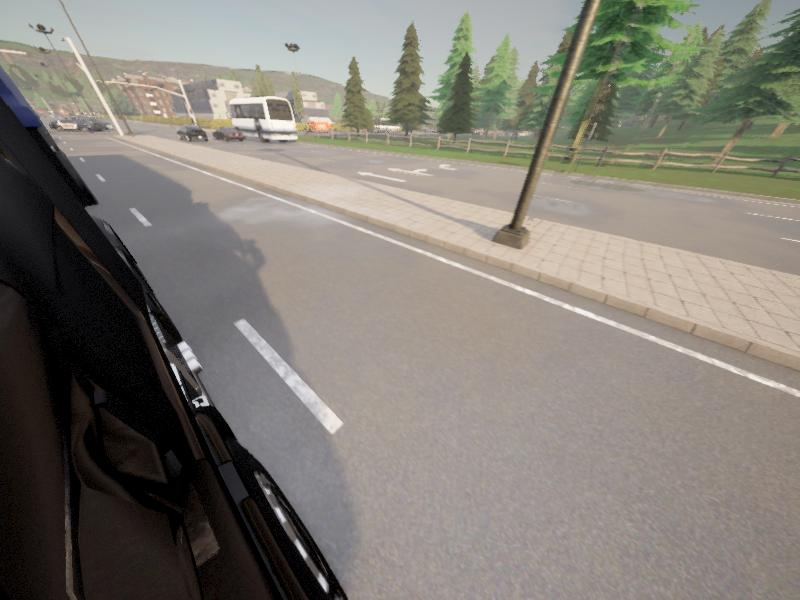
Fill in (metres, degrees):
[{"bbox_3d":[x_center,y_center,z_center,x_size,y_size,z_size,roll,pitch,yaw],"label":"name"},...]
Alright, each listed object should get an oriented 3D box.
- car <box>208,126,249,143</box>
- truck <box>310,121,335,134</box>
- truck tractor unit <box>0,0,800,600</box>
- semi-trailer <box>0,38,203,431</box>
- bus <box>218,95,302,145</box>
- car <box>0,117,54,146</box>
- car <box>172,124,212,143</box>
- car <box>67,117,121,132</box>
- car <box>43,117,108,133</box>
[{"bbox_3d":[-21.042,-20.297,28.268,5.357,1.411,2.033,27,43,29],"label":"car"},{"bbox_3d":[-19.987,-44.650,59.842,2.627,2.467,5.204,28,44,30],"label":"truck"},{"bbox_3d":[-2.645,-0.295,0.352,6.516,4.208,3.053,28,44,30],"label":"truck tractor unit"},{"bbox_3d":[-8.752,-3.563,4.184,14.254,4.402,2.717,28,44,29],"label":"semi-trailer"},{"bbox_3d":[-17.256,-22.127,28.540,10.273,4.253,3.944,27,43,29],"label":"bus"},{"bbox_3d":[-31.062,-13.945,19.057,5.027,1.651,2.152,27,43,29],"label":"car"},{"bbox_3d":[-23.774,-19.036,26.352,4.892,1.490,1.837,27,43,29],"label":"car"},{"bbox_3d":[-46.747,-26.885,35.380,4.856,1.649,2.033,3,37,1],"label":"car"},{"bbox_3d":[-44.962,-24.321,32.152,4.974,1.542,2.038,-2,36,-6],"label":"car"}]
